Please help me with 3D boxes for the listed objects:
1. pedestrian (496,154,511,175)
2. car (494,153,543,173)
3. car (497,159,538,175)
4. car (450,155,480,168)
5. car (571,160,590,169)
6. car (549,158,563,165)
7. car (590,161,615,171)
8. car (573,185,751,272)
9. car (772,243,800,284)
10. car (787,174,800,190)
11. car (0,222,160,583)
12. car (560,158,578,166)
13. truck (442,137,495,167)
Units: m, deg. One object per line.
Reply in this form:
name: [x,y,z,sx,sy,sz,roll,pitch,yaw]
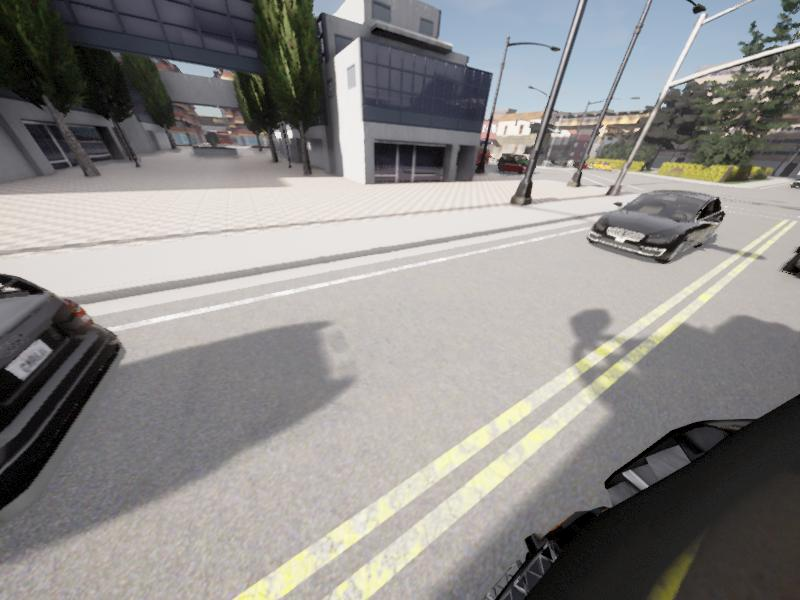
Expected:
pedestrian: [10.831,-14.156,24.213,0.751,1.860,0.751,-22,41,-32]
car: [16.471,-19.317,32.514,2.150,2.045,5.566,-16,38,-26]
car: [14.747,-16.886,29.247,1.816,1.474,4.193,-16,38,-26]
car: [9.978,-21.521,35.844,1.994,1.385,4.181,-16,39,-26]
car: [39.335,-29.564,50.457,1.970,1.475,3.806,10,34,11]
car: [43.765,-38.847,64.831,1.970,1.475,3.806,10,34,11]
car: [42.379,-28.130,48.459,1.801,1.575,5.366,10,34,11]
car: [7.696,-2.341,6.779,4.892,1.490,1.837,-16,38,-26]
car: [11.523,-1.260,5.300,4.611,1.667,2.242,-16,38,-26]
car: [51.462,-14.749,28.940,5.027,1.651,2.152,-16,38,-26]
car: [-4.083,0.864,0.933,3.705,1.549,1.789,-13,37,-23]
car: [47.399,-38.820,64.953,2.152,1.651,5.027,10,34,10]
truck: [11.292,-25.273,39.277,2.891,3.827,8.468,-16,39,-26]
